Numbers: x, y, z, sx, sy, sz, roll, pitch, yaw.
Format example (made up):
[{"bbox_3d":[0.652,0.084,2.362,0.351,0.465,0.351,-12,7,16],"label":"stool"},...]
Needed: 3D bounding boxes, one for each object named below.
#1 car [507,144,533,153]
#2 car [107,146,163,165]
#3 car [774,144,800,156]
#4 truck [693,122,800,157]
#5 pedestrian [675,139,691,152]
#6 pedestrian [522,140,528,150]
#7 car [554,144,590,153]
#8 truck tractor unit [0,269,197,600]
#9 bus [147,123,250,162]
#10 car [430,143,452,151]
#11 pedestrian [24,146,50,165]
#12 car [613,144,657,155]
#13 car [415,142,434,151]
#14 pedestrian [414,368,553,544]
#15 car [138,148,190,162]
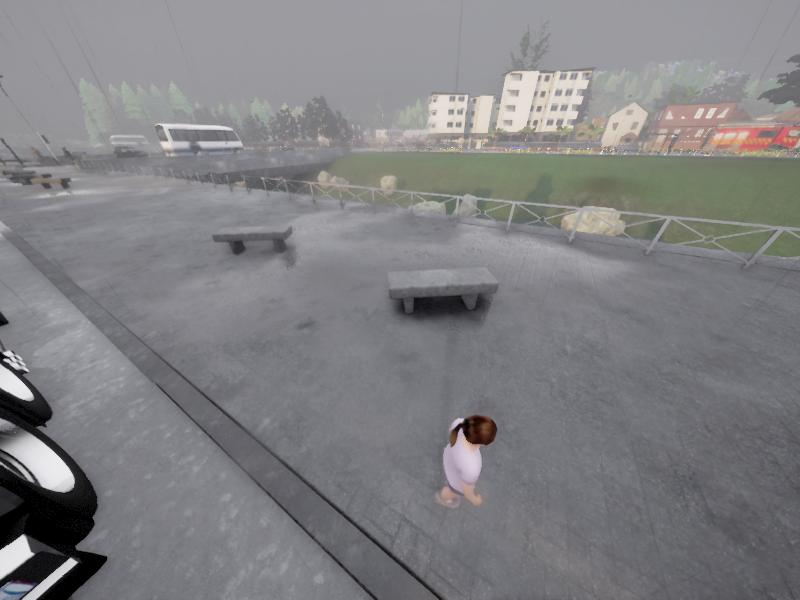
[{"bbox_3d":[24.008,-30.340,46.145,4.193,1.474,1.816,18,39,25],"label":"car"},{"bbox_3d":[-33.390,-18.393,29.252,1.905,1.878,3.866,17,38,23],"label":"car"},{"bbox_3d":[58.538,-21.801,33.509,3.806,1.475,1.970,18,39,24],"label":"car"},{"bbox_3d":[49.933,-22.991,33.190,8.468,3.827,2.891,18,39,25],"label":"truck"},{"bbox_3d":[50.136,-27.313,40.911,0.751,1.860,0.751,3,35,4],"label":"pedestrian"},{"bbox_3d":[28.166,-34.793,51.945,0.751,1.860,0.751,11,36,16],"label":"pedestrian"},{"bbox_3d":[33.461,-29.689,45.167,5.357,1.411,2.033,19,39,26],"label":"car"},{"bbox_3d":[-5.141,-0.259,0.816,6.516,4.208,3.053,17,38,25],"label":"truck tractor unit"},{"bbox_3d":[-29.613,-23.883,35.044,3.944,4.253,10.273,18,39,24],"label":"bus"},{"bbox_3d":[9.967,-37.289,56.305,4.892,1.490,1.837,19,39,25],"label":"car"},{"bbox_3d":[-42.815,-17.069,27.260,0.751,1.860,0.751,-27,43,-33],"label":"pedestrian"},{"bbox_3d":[39.310,-25.425,38.879,4.792,1.488,2.163,18,39,25],"label":"car"},{"bbox_3d":[5.772,-36.160,54.379,3.866,1.878,1.905,16,38,23],"label":"car"},{"bbox_3d":[0.350,0.987,1.408,0.500,1.100,0.500,2,35,3],"label":"pedestrian"},{"bbox_3d":[-34.753,-21.590,34.207,2.128,1.511,4.902,18,39,25],"label":"car"}]
